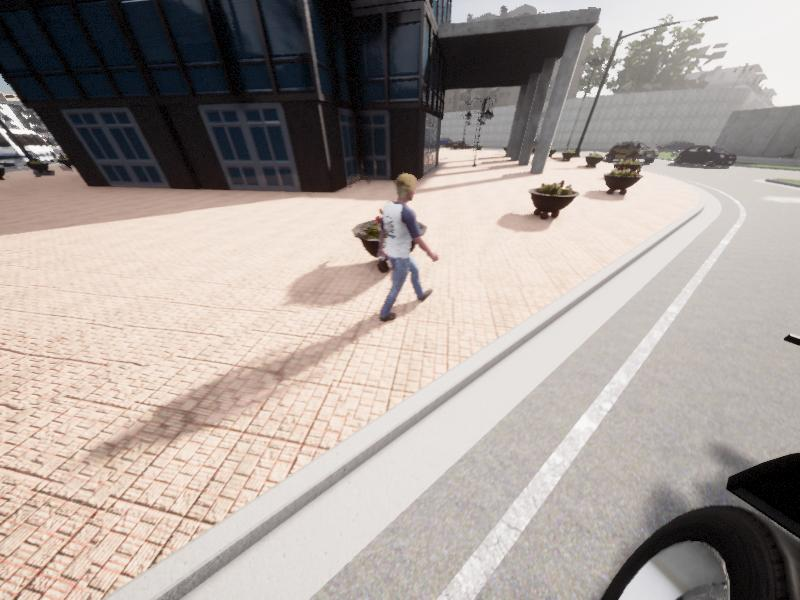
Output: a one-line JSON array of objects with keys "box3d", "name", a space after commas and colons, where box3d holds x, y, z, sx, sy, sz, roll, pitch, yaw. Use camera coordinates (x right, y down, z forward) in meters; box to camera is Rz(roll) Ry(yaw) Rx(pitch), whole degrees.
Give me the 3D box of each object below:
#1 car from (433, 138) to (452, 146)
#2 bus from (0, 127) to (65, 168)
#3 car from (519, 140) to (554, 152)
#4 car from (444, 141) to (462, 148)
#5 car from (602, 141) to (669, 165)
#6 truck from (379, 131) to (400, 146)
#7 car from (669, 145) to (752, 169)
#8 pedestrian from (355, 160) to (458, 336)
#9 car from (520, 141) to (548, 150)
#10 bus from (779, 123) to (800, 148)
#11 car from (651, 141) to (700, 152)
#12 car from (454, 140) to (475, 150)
[{"box3d": [12.372, -46.747, 68.318, 2.150, 2.045, 5.566, -21, 40, -27], "name": "car"}, {"box3d": [-53.464, -21.235, 32.173, 3.944, 4.253, 10.273, -22, 40, -28], "name": "bus"}, {"box3d": [24.669, -27.964, 41.948, 2.152, 1.651, 5.027, -17, 39, -22], "name": "car"}, {"box3d": [13.123, -38.600, 57.323, 1.994, 1.385, 4.181, -21, 40, -27], "name": "car"}, {"box3d": [22.935, -14.661, 22.884, 1.932, 1.855, 4.605, 2, 35, 3], "name": "car"}, {"box3d": [-3.546, -53.843, 76.953, 2.891, 3.827, 8.468, -21, 40, -27], "name": "truck"}, {"box3d": [26.555, -12.431, 19.991, 1.845, 1.501, 3.633, -3, 35, -4], "name": "car"}, {"box3d": [0.040, -0.589, 2.827, 0.751, 1.860, 0.751, -17, 38, -22], "name": "pedestrian"}, {"box3d": [28.518, -33.032, 49.250, 2.007, 1.525, 4.514, -25, 42, -31], "name": "car"}, {"box3d": [85.092, -34.481, 48.377, 10.273, 4.253, 3.944, -22, 41, -27], "name": "bus"}, {"box3d": [48.942, -27.372, 41.158, 5.027, 1.651, 2.152, 7, 36, 11], "name": "car"}, {"box3d": [14.198, -34.114, 50.834, 1.851, 1.617, 3.988, -21, 40, -27], "name": "car"}]
